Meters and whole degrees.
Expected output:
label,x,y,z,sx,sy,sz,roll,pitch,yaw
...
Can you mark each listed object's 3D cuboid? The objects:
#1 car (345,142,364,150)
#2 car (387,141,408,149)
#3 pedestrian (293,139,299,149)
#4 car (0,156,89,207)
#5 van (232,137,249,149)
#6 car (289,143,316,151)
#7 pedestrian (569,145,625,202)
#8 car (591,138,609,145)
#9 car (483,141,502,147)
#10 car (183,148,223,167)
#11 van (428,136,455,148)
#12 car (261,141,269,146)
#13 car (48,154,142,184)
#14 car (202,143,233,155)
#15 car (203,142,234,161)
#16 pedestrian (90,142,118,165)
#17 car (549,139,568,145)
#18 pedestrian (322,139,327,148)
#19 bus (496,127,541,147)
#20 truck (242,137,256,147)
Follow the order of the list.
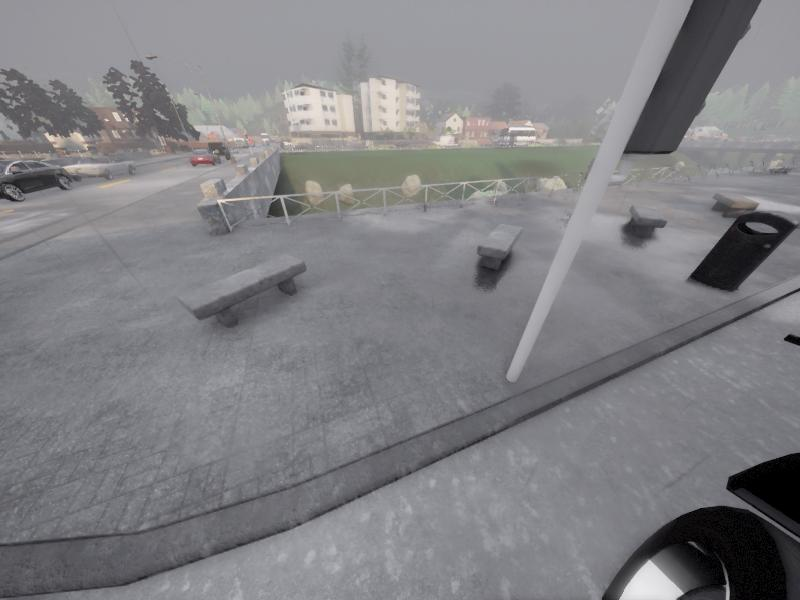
label,x,y,z,sx,sy,sz,roll,pitch,yaw
car,-10.644,-36.085,53.967,3.806,1.475,1.970,-13,37,-17
car,-0.543,-38.383,57.138,4.892,1.490,1.837,-13,37,-17
pedestrian,-24.358,-36.546,54.155,0.751,1.860,0.751,-20,40,-26
car,-18.091,-5.604,10.704,2.128,1.511,4.902,-12,37,-16
van,-42.552,-41.990,61.774,2.351,2.431,6.366,-13,37,-17
car,-21.339,-33.626,50.628,5.357,1.411,2.033,-13,37,-17
pedestrian,7.626,-4.919,9.033,0.751,1.860,0.751,-13,37,-17
car,63.842,-50.671,73.771,3.866,1.878,1.905,-13,37,-17
car,26.418,-44.418,65.675,4.718,1.301,1.895,-13,37,-17
car,-20.063,-14.701,23.764,1.994,1.385,4.181,-14,37,-19
van,10.862,-41.353,60.459,6.366,2.431,2.351,-13,37,-17
car,-46.738,-54.195,79.883,1.789,1.549,3.705,-13,37,-17
car,-20.694,-9.214,16.039,1.895,1.301,4.718,-13,37,-17
car,-31.980,-26.639,40.700,1.837,1.490,4.892,-3,35,-2
car,-22.666,-18.736,29.059,1.905,1.878,3.866,-13,37,-17
pedestrian,-29.923,-14.838,23.383,0.751,1.860,0.751,-13,37,-18
car,50.139,-49.942,73.035,4.856,1.649,2.033,-13,37,-17
pedestrian,-18.556,-38.357,56.497,0.751,1.860,0.751,-13,37,-18
bus,32.382,-44.587,63.299,10.273,4.253,3.944,-13,37,-17
truck,-48.439,-50.715,74.172,2.627,2.467,5.204,-13,37,-17
